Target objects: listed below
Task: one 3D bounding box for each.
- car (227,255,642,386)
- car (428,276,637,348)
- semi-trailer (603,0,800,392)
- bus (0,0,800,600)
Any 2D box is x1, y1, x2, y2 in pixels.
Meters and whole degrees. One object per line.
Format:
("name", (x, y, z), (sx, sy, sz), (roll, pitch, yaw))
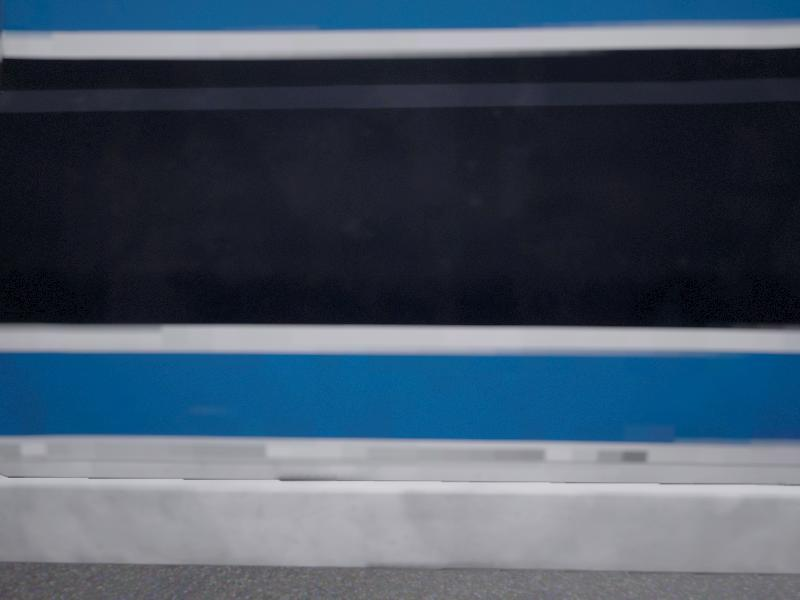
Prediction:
("car", (0.404, 0.237, 5.798), (4.902, 1.511, 2.128), (0, 0, 2))
("car", (2.794, 0.253, 9.162), (4.193, 1.474, 1.816), (0, 0, 1))
("semi-trailer", (10.630, -1.223, 5.451), (14.254, 4.402, 2.717), (0, 0, 1))
("bus", (-1.859, -1.133, 2.383), (10.273, 4.253, 3.944), (0, 0, 1))
